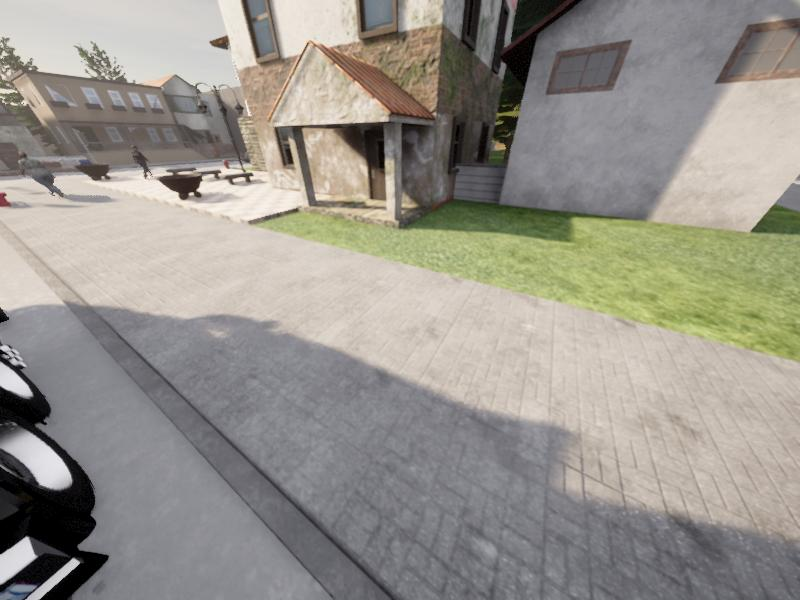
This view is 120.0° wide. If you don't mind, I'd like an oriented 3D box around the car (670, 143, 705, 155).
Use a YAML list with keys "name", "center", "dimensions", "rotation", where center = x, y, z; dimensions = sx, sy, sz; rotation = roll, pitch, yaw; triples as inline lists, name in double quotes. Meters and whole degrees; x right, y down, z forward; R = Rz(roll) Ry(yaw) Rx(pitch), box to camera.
- name: "car"
  center: [46.815, -24.713, 37.757]
  dimensions: [2.038, 1.542, 4.974]
  rotation: [19, 40, 25]

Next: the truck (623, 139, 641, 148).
- name: "truck"
  center: [68.561, -46.293, 68.377]
  dimensions: [2.390, 2.098, 6.274]
  rotation: [18, 39, 24]

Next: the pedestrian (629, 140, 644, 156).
- name: "pedestrian"
  center: [34.623, -22.255, 33.811]
  dimensions: [0.751, 1.860, 0.751]
  rotation: [27, 43, 34]

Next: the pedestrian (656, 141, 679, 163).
- name: "pedestrian"
  center: [27.230, -15.053, 23.531]
  dimensions: [0.751, 1.860, 0.751]
  rotation: [27, 43, 33]

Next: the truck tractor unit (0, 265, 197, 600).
- name: "truck tractor unit"
  center: [-5.110, -0.303, 0.773]
  dimensions: [6.516, 4.208, 3.053]
  rotation: [18, 39, 24]

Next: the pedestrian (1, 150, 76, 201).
- name: "pedestrian"
  center: [-15.584, -5.407, 10.025]
  dimensions: [0.751, 1.860, 0.751]
  rotation: [9, 36, 13]

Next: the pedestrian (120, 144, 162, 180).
- name: "pedestrian"
  center: [-16.109, -8.615, 14.430]
  dimensions: [0.751, 1.860, 0.751]
  rotation: [-4, 35, -5]

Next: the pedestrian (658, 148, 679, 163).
- name: "pedestrian"
  center: [27.870, -15.034, 23.989]
  dimensions: [0.751, 1.300, 0.751]
  rotation: [18, 39, 25]

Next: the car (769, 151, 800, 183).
- name: "car"
  center: [25.388, -7.959, 13.856]
  dimensions: [1.789, 1.549, 3.705]
  rotation: [18, 39, 24]

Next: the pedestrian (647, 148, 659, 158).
- name: "pedestrian"
  center: [33.028, -19.242, 30.164]
  dimensions: [0.500, 1.100, 0.500]
  rotation: [2, 35, 3]

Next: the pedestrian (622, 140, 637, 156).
- name: "pedestrian"
  center: [33.772, -22.367, 33.980]
  dimensions: [0.751, 1.860, 0.751]
  rotation: [19, 39, 25]

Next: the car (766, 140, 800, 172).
- name: "car"
  center: [33.161, -11.366, 18.249]
  dimensions: [2.150, 2.045, 5.566]
  rotation: [19, 39, 25]

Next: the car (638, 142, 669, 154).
- name: "car"
  center: [43.885, -26.458, 40.162]
  dimensions: [2.242, 1.667, 4.611]
  rotation: [18, 39, 24]

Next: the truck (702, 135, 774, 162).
- name: "truck"
  center: [39.863, -18.158, 27.582]
  dimensions: [2.627, 2.467, 5.204]
  rotation: [19, 39, 25]

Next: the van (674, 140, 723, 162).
- name: "van"
  center: [34.908, -17.594, 27.232]
  dimensions: [1.775, 1.987, 4.442]
  rotation: [18, 39, 24]
